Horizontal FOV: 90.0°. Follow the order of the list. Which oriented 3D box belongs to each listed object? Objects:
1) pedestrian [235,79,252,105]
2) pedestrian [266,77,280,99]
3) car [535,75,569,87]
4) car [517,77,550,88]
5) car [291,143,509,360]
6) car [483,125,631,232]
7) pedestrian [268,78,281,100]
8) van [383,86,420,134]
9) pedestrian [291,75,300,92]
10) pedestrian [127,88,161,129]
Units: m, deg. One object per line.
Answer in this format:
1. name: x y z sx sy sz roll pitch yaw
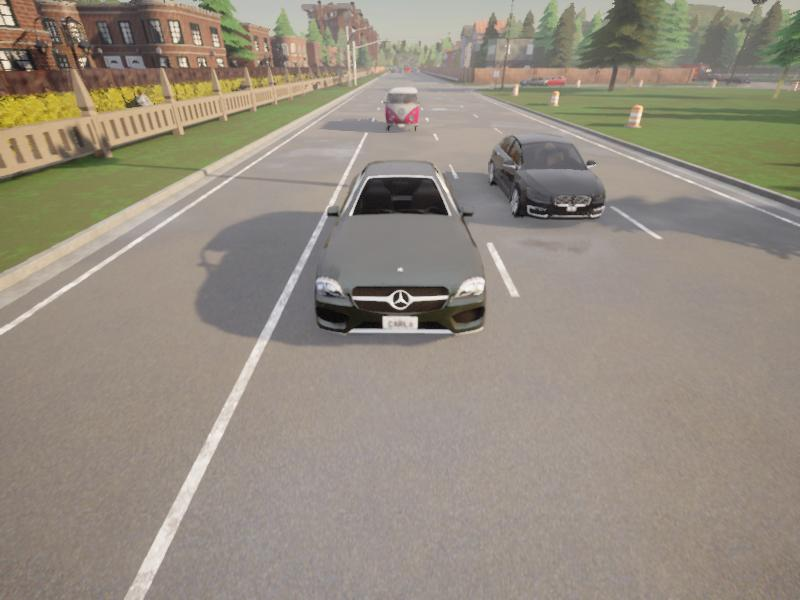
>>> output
1. pedestrian: -13.062 -17.377 33.456 0.751 1.860 0.751 2 30 3
2. pedestrian: -12.623 -21.103 39.812 0.751 1.860 0.751 4 31 6
3. car: 25.569 -36.961 67.526 4.611 1.667 2.242 -5 31 -9
4. car: 21.278 -34.715 63.776 4.514 1.525 2.007 -7 31 -12
5. car: 0.007 -1.262 6.531 2.152 1.651 5.027 0 30 0
6. car: 3.528 -3.318 10.165 1.837 1.490 4.892 0 30 0
7. pedestrian: -12.101 -20.373 38.566 0.751 1.860 0.751 1 30 2
8. van: 0.129 -10.410 21.780 1.775 1.987 4.442 1 30 1
9. pedestrian: -12.886 -26.718 49.393 0.751 1.860 0.751 0 30 0
10. pedestrian: -13.231 -9.926 20.731 0.751 1.860 0.751 0 30 -1
